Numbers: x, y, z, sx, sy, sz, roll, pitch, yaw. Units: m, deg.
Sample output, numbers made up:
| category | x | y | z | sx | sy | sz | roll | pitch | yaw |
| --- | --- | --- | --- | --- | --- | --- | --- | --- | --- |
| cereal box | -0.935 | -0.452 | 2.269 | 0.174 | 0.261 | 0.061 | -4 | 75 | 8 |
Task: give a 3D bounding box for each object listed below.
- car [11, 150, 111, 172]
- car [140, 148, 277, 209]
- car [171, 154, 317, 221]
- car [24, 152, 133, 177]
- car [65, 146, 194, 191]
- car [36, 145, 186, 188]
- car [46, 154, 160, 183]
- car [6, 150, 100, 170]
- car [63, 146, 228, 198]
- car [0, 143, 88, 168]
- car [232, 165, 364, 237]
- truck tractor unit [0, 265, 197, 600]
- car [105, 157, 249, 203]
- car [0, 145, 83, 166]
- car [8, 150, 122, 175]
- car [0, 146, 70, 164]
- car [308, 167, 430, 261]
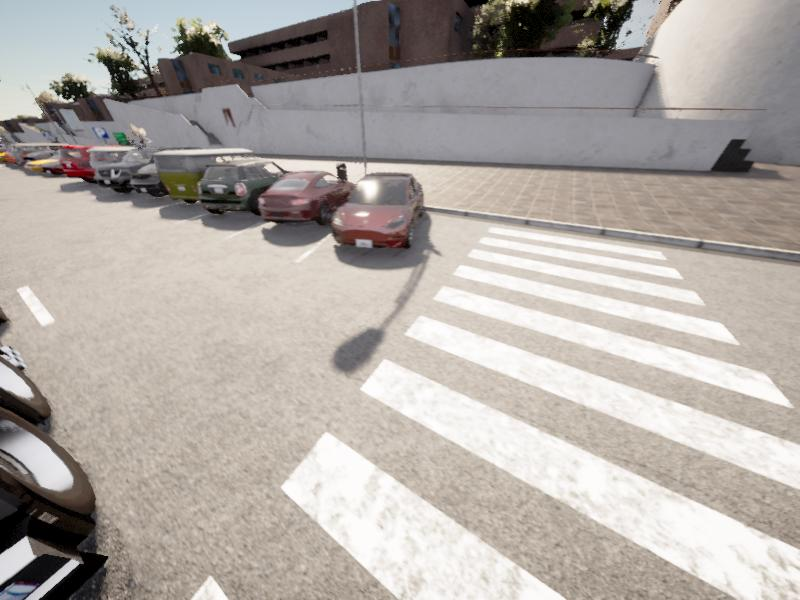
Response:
| category | x | y | z | sx | sy | sz | roll | pitch | yaw |
| --- | --- | --- | --- | --- | --- | --- | --- | --- | --- |
| car | -31.427 | -13.145 | 21.741 | 2.163 | 1.488 | 4.792 | 6 | 35 | 8 |
| car | -8.150 | -5.764 | 10.624 | 1.878 | 1.987 | 4.442 | 6 | 35 | 8 |
| car | -5.591 | -4.757 | 9.330 | 2.185 | 1.767 | 4.553 | 6 | 35 | 8 |
| car | -26.261 | -11.394 | 19.250 | 2.163 | 1.488 | 4.792 | 6 | 35 | 8 |
| car | -15.933 | -8.162 | 14.125 | 1.878 | 1.987 | 4.442 | 6 | 35 | 8 |
| car | -18.501 | -9.109 | 15.461 | 2.435 | 2.045 | 5.566 | 6 | 35 | 8 |
| car | -21.090 | -9.698 | 16.827 | 2.002 | 1.452 | 4.674 | 6 | 35 | 8 |
| car | -34.017 | -13.985 | 22.934 | 2.002 | 1.452 | 4.674 | 6 | 35 | 8 |
| car | -13.334 | -7.389 | 12.952 | 2.435 | 2.045 | 5.566 | 6 | 35 | 8 |
| car | -36.605 | -15.006 | 23.902 | 1.878 | 1.987 | 4.442 | 7 | 35 | 8 |
| car | -3.005 | -3.792 | 8.215 | 2.002 | 1.452 | 4.674 | 6 | 35 | 8 |
| truck tractor unit | -5.115 | -0.296 | 0.781 | 6.516 | 4.208 | 3.053 | 18 | 39 | 24 |
| car | -10.754 | -6.351 | 11.882 | 2.231 | 1.521 | 4.892 | 6 | 35 | 8 |
| car | -39.189 | -15.848 | 25.242 | 2.185 | 1.767 | 4.553 | 6 | 35 | 8 |
| car | -28.868 | -12.192 | 20.325 | 1.946 | 1.575 | 5.366 | 6 | 35 | 8 |
| car | -44.381 | -17.414 | 27.599 | 1.946 | 1.575 | 5.366 | 7 | 35 | 8 |
| car | -0.401 | -2.938 | 6.948 | 2.163 | 1.488 | 4.792 | 6 | 35 | 8 |
